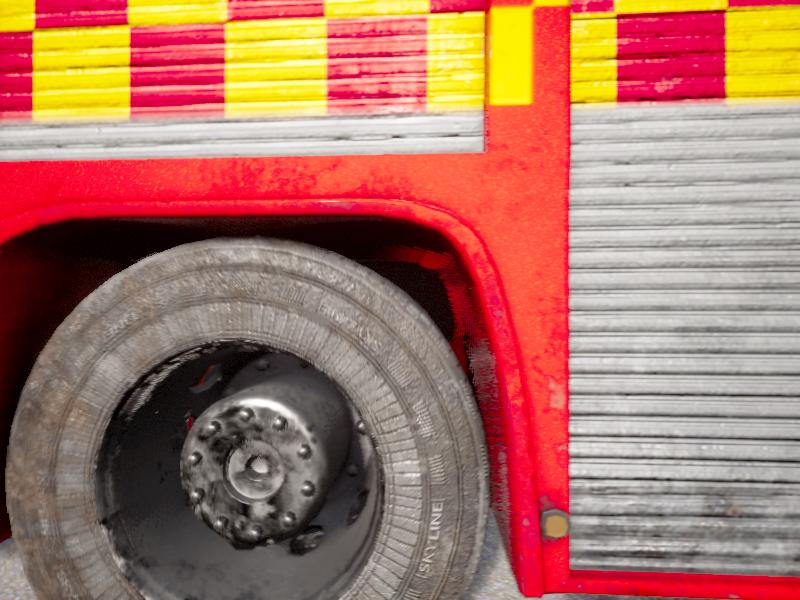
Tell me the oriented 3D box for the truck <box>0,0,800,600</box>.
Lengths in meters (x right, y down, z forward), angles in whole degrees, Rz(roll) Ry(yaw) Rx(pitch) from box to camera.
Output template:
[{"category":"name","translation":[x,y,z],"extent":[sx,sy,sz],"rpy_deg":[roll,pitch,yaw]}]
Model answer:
[{"category":"truck","translation":[-2.712,-0.914,2.381],"extent":[8.468,3.827,2.891],"rpy_deg":[0,0,3]}]
